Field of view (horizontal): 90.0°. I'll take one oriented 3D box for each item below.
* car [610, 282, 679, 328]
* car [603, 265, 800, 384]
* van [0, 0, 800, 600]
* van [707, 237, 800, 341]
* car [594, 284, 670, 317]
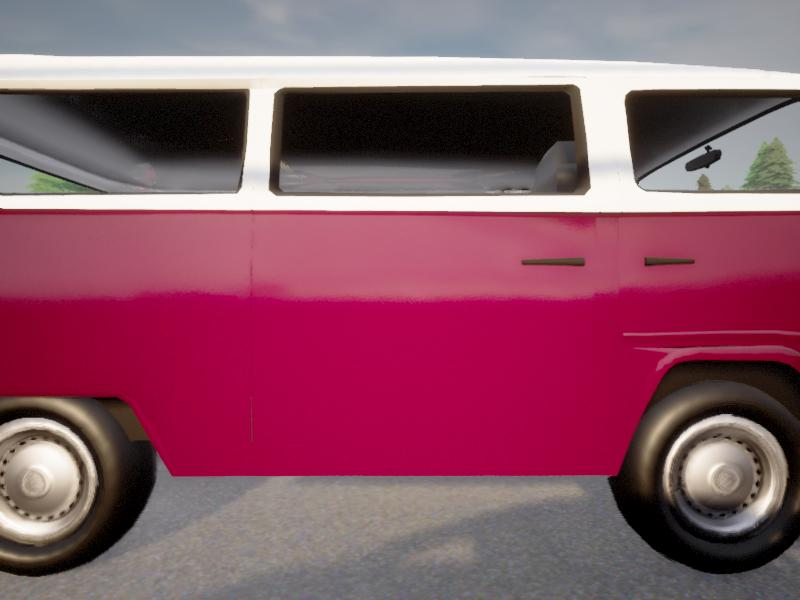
[{"bbox_3d":[10.425,0.167,16.854,1.930,1.638,5.238,1,1,37],"label":"car"},{"bbox_3d":[6.188,0.293,5.942,5.357,1.411,2.033,0,0,-4],"label":"car"},{"bbox_3d":[-0.018,-0.028,2.226,4.480,2.038,2.069,0,0,0],"label":"van"},{"bbox_3d":[11.664,-0.282,12.383,5.915,2.561,1.988,0,0,-38],"label":"van"},{"bbox_3d":[14.380,0.042,25.070,1.905,1.878,3.866,0,0,-15],"label":"car"}]
